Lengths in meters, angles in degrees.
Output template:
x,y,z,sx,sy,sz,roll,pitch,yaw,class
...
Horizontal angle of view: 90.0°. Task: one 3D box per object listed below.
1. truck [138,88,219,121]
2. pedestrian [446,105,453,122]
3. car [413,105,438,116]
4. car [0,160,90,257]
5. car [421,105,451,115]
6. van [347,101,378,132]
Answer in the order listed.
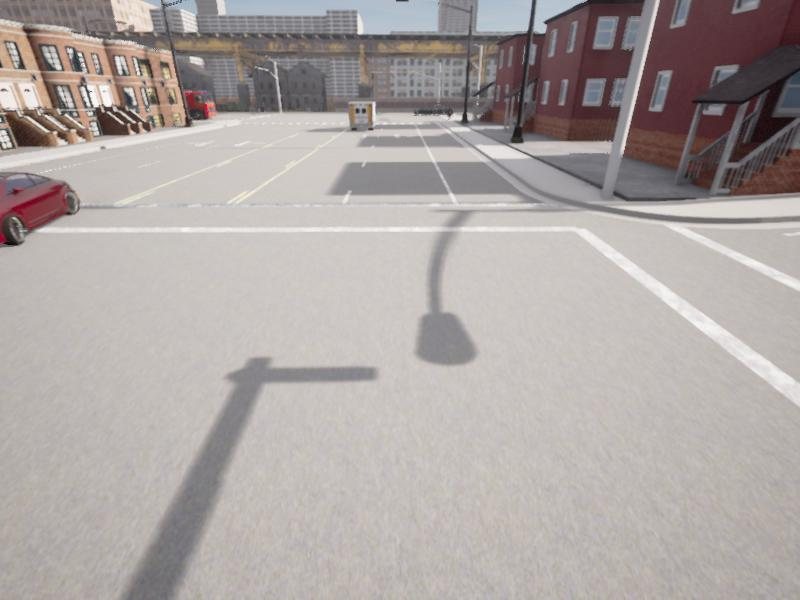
x,y,z,sx,sy,sz,roll,pitch,yaw,class
-29.387,-26.140,53.417,8.468,3.827,2.891,0,27,0,truck
6.042,-22.777,48.908,0.751,1.860,0.751,0,27,-1,pedestrian
4.030,-29.946,63.271,3.705,1.549,1.789,0,27,0,car
-9.839,-2.330,9.696,1.994,1.385,4.181,-6,28,-11,car
5.937,-31.522,66.398,4.892,1.490,1.837,0,27,0,car
-3.521,-17.835,38.728,2.351,2.431,6.366,0,27,0,van
